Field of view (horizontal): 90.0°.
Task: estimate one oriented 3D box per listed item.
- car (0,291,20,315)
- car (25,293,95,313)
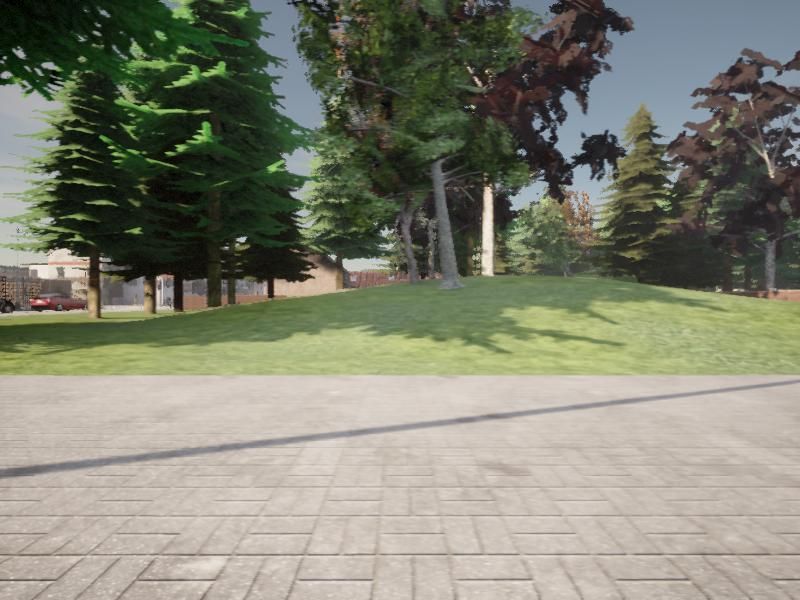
[{"bbox_3d":[-27.995,0.190,26.522,1.851,1.617,3.988,0,0,0],"label":"car"},{"bbox_3d":[-27.861,0.231,33.026,2.007,1.525,4.514,0,0,-2],"label":"car"}]
